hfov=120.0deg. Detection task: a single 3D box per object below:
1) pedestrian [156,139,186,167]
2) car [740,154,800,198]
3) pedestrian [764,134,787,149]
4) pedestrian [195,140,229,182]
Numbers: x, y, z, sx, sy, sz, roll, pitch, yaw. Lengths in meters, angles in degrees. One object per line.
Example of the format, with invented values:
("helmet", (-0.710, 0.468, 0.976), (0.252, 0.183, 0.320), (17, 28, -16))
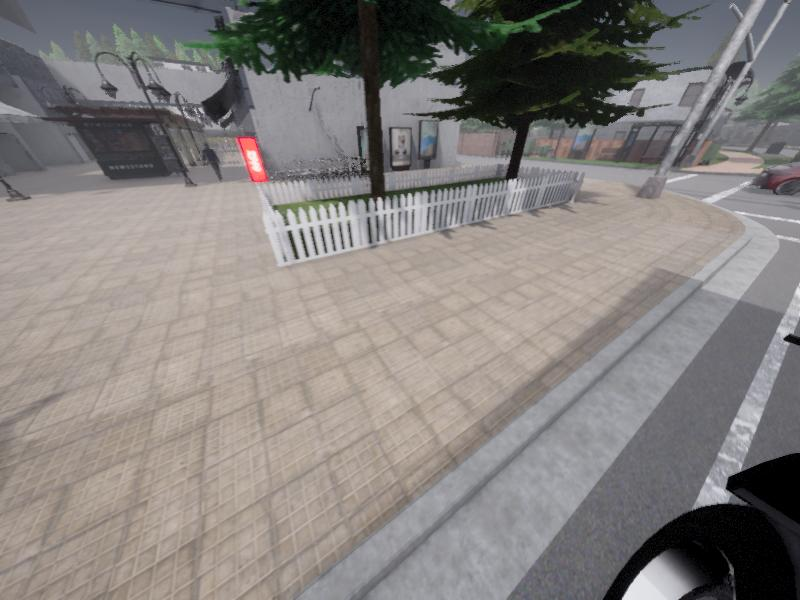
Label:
("pedestrian", (-18.677, -12.046, 18.918), (0.751, 1.860, 0.751), (3, 36, 5))
("car", (17.751, -4.892, 9.255), (4.181, 1.385, 1.994), (23, 42, 29))
("pedestrian", (58.062, -24.546, 35.742), (0.751, 1.860, 0.751), (11, 37, 15))
("pedestrian", (-10.070, -7.471, 12.455), (0.751, 1.860, 0.751), (-20, 40, -26))
